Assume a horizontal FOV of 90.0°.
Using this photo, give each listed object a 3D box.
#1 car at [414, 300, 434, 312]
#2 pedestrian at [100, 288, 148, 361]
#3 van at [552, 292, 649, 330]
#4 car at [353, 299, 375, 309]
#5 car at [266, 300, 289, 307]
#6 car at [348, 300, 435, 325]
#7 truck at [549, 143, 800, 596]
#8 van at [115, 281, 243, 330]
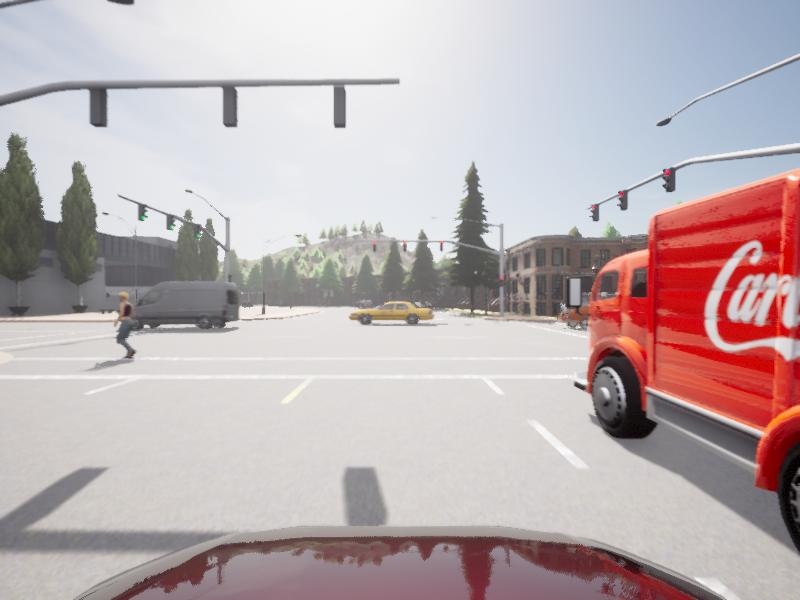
[{"bbox_3d":[3.022,0.796,51.332,1.970,1.475,3.806,0,0,-7],"label":"car"},{"bbox_3d":[-7.281,0.625,10.595,0.751,1.860,0.751,0,0,1],"label":"pedestrian"},{"bbox_3d":[10.928,0.574,21.963,4.442,1.987,1.775,0,0,-3],"label":"van"},{"bbox_3d":[-6.247,0.703,68.898,2.152,1.651,5.027,0,0,-28],"label":"car"},{"bbox_3d":[-28.403,0.719,92.882,4.611,1.667,2.242,0,0,20],"label":"car"},{"bbox_3d":[-0.554,0.773,25.542,5.366,1.575,1.801,0,0,0],"label":"car"},{"bbox_3d":[3.484,0.364,3.183,2.627,2.467,5.204,0,1,0],"label":"truck"},{"bbox_3d":[-12.001,0.297,21.977,5.915,2.561,1.988,0,0,0],"label":"van"}]
